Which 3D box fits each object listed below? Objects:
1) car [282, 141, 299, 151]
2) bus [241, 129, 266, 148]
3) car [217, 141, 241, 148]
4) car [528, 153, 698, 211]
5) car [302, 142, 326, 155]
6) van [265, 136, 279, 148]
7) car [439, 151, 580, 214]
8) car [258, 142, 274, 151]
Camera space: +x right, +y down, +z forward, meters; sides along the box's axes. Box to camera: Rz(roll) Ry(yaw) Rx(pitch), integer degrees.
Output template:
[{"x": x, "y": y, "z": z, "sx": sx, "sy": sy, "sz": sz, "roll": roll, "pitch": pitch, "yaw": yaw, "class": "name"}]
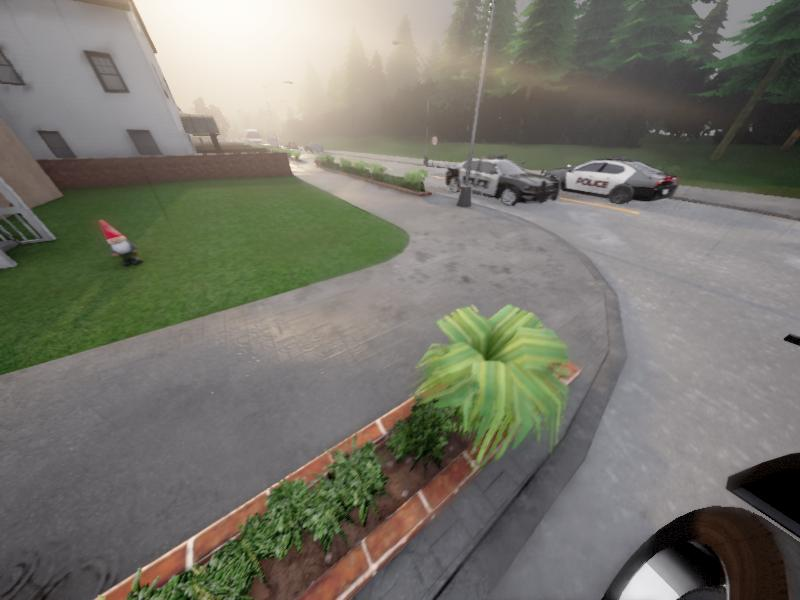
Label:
[{"x": -24.093, "y": -34.053, "z": 50.939, "sx": 2.033, "sy": 1.649, "sz": 4.856, "roll": -21, "pitch": 40, "yaw": -27, "class": "car"}, {"x": -43.112, "y": -47.500, "z": 67.860, "sx": 3.944, "sy": 4.253, "sz": 10.273, "roll": -21, "pitch": 40, "yaw": -27, "class": "bus"}, {"x": -48.500, "y": -44.365, "z": 65.776, "sx": 2.033, "sy": 1.415, "sz": 5.357, "roll": 9, "pitch": 36, "yaw": 13, "class": "car"}, {"x": 8.760, "y": -5.452, "z": 10.253, "sx": 2.038, "sy": 1.542, "sz": 4.974, "roll": -17, "pitch": 39, "yaw": -21, "class": "car"}, {"x": -14.689, "y": -25.925, "z": 39.359, "sx": 2.152, "sy": 1.651, "sz": 5.027, "roll": -21, "pitch": 40, "yaw": -27, "class": "car"}, {"x": -36.755, "y": -45.375, "z": 66.259, "sx": 1.988, "sy": 2.561, "sz": 5.915, "roll": -21, "pitch": 40, "yaw": -27, "class": "van"}, {"x": 4.174, "y": -5.345, "z": 10.031, "sx": 1.930, "sy": 1.638, "sz": 5.238, "roll": -19, "pitch": 40, "yaw": -25, "class": "car"}, {"x": -31.659, "y": -36.304, "z": 54.440, "sx": 2.152, "sy": 1.651, "sz": 5.027, "roll": -21, "pitch": 40, "yaw": -27, "class": "car"}]
